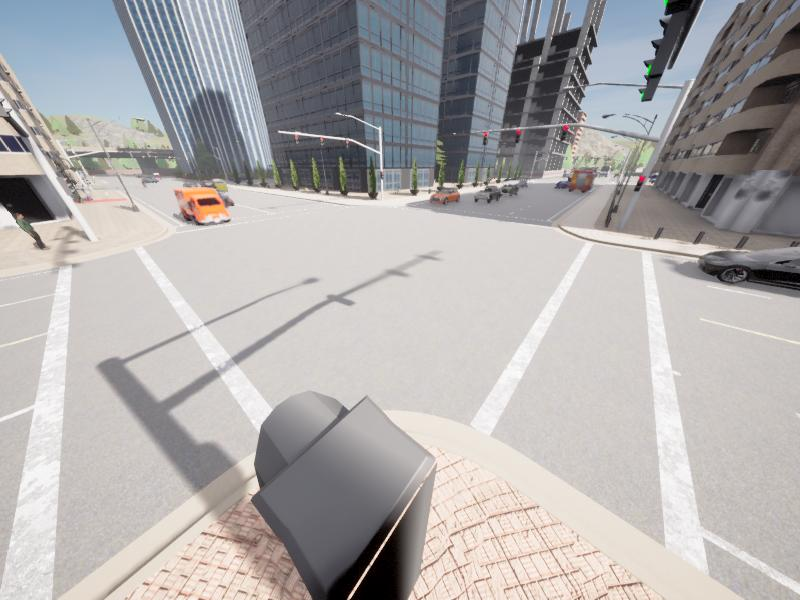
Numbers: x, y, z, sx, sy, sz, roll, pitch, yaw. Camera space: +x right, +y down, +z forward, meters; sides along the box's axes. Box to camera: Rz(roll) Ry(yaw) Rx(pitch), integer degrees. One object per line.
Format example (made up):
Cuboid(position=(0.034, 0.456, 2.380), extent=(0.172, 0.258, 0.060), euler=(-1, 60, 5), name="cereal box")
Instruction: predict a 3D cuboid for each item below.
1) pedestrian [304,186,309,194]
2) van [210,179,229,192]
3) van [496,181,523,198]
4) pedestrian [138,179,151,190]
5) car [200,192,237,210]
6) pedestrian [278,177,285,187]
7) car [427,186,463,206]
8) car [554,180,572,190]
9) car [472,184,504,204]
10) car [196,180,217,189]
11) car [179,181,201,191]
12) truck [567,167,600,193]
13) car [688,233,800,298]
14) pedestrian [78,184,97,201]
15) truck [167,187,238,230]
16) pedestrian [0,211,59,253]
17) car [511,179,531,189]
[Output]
Cuboid(position=(-14.948, -17.542, 36.935), extent=(0.500, 1.100, 0.500), euler=(22, 37, 33), name="pedestrian")
Cuboid(position=(-33.303, -21.108, 42.573), extent=(1.775, 1.987, 4.442), euler=(-24, 37, -35), name="van")
Cuboid(position=(16.444, -16.655, 34.704), extent=(2.069, 2.038, 4.480), euler=(23, 37, 34), name="van")
Cuboid(position=(-50.605, -22.907, 45.772), extent=(0.751, 1.860, 0.751), euler=(9, 31, 15), name="pedestrian")
Cuboid(position=(-20.698, -11.392, 26.368), extent=(4.181, 1.385, 1.994), euler=(23, 37, 34), name="car")
Cuboid(position=(-25.336, -25.219, 49.434), extent=(0.751, 1.860, 0.751), euler=(-19, 35, -30), name="pedestrian")
Cuboid(position=(5.584, -12.881, 28.411), extent=(2.097, 1.767, 4.553), euler=(23, 37, 34), name="car")
Cuboid(position=(33.735, -23.904, 47.761), extent=(1.882, 1.535, 5.008), euler=(23, 37, 34), name="car")
Cuboid(position=(11.313, -13.571, 29.522), extent=(1.932, 1.855, 4.605), euler=(23, 37, 34), name="car")
Cuboid(position=(-41.206, -24.667, 49.204), extent=(4.514, 1.525, 2.007), euler=(23, 37, 34), name="car")
Cuboid(position=(-41.182, -22.370, 45.225), extent=(4.514, 1.525, 2.007), euler=(23, 37, 34), name="car")
Cuboid(position=(34.103, -22.405, 42.876), extent=(2.891, 3.827, 8.468), euler=(23, 37, 34), name="truck")
Cuboid(position=(14.725, -1.127, 8.477), extent=(4.792, 1.488, 2.163), euler=(23, 37, 34), name="car")
Cuboid(position=(-40.640, -13.989, 30.021), extent=(0.751, 1.860, 0.751), euler=(24, 38, 36), name="pedestrian")
Cuboid(position=(-15.946, -7.594, 18.688), extent=(5.204, 2.467, 2.627), euler=(23, 37, 34), name="truck")
Cuboid(position=(-18.489, -3.417, 11.599), extent=(0.751, 1.860, 0.751), euler=(-26, 39, -38), name="pedestrian")
Cuboid(position=(25.724, -24.586, 48.966), extent=(2.128, 1.511, 4.902), euler=(23, 37, 34), name="car")
